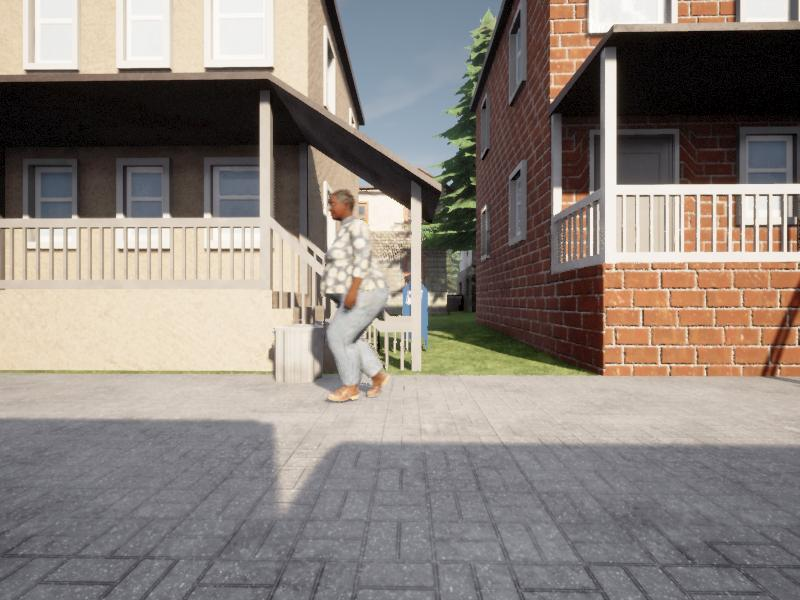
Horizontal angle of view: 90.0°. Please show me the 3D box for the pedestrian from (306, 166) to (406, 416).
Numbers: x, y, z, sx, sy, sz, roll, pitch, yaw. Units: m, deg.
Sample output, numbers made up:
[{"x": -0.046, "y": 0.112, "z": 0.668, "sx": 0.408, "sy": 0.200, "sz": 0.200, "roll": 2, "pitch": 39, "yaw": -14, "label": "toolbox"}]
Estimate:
[{"x": -0.413, "y": -0.067, "z": 3.448, "sx": 0.751, "sy": 1.860, "sz": 0.751, "roll": 0, "pitch": 0, "yaw": -16, "label": "pedestrian"}]
